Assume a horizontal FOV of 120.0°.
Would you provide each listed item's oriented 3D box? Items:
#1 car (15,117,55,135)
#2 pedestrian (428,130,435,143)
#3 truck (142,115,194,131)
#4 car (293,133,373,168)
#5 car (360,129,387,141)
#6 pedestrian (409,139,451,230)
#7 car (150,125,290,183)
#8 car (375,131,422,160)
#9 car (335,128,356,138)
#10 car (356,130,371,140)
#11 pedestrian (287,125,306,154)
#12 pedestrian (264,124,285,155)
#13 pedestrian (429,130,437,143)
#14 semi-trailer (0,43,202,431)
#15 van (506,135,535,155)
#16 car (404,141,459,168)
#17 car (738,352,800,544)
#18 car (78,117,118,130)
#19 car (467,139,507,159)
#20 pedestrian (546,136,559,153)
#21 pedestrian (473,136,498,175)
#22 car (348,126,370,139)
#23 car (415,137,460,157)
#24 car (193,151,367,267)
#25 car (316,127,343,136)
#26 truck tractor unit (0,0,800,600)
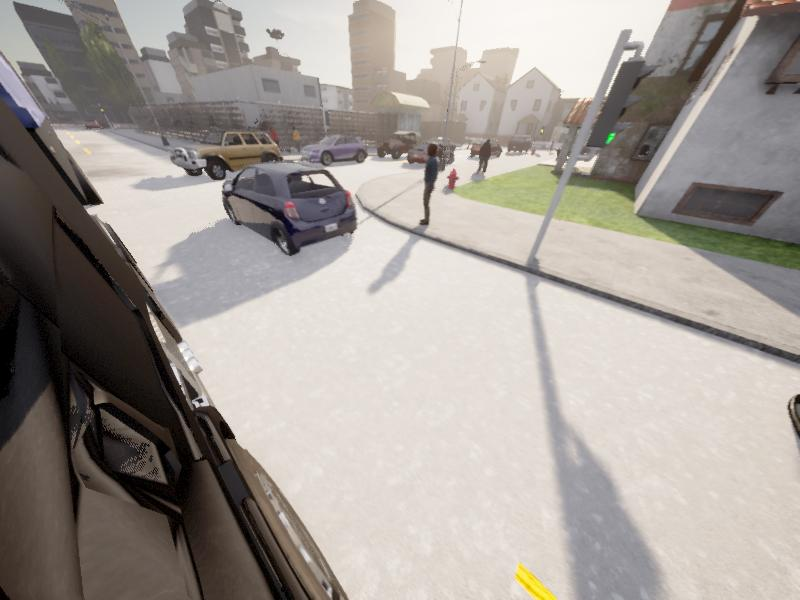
[{"bbox_3d":[-40.813,-19.533,25.910,4.193,1.474,1.816,28,44,30],"label":"car"},{"bbox_3d":[5.827,-30.290,42.755,0.751,1.860,0.751,-25,45,-32],"label":"pedestrian"},{"bbox_3d":[-43.760,-33.451,43.804,2.390,2.098,6.274,28,44,30],"label":"truck"},{"bbox_3d":[-4.332,-10.321,15.816,2.033,1.649,4.856,28,44,30],"label":"car"},{"bbox_3d":[-4.759,-30.230,42.256,2.242,1.667,4.611,28,44,30],"label":"car"},{"bbox_3d":[0.720,-2.812,5.696,0.751,1.860,0.751,8,37,7],"label":"pedestrian"},{"bbox_3d":[-8.005,-7.067,11.021,1.932,1.855,4.605,17,39,18],"label":"car"},{"bbox_3d":[-0.093,-13.329,19.889,1.905,1.878,3.866,28,44,30],"label":"car"},{"bbox_3d":[-11.204,-34.542,47.714,1.845,1.501,3.633,28,44,30],"label":"car"},{"bbox_3d":[-6.785,-30.749,42.993,1.481,1.379,2.207,28,44,30],"label":"car"},{"bbox_3d":[-8.246,-12.837,18.503,0.751,1.860,0.751,30,45,32],"label":"pedestrian"},{"bbox_3d":[-9.455,-12.093,17.432,0.751,1.860,0.751,30,45,32],"label":"pedestrian"},{"bbox_3d":[5.974,-29.596,41.837,0.751,1.860,0.751,29,44,31],"label":"pedestrian"},{"bbox_3d":[-8.698,-3.606,4.226,14.254,4.402,2.717,28,44,30],"label":"semi-trailer"},{"bbox_3d":[15.961,-20.593,30.554,1.775,1.987,4.442,28,44,30],"label":"van"},{"bbox_3d":[2.436,-11.102,17.511,1.994,1.385,4.181,28,44,30],"label":"car"},{"bbox_3d":[4.715,1.580,0.507,3.988,1.617,1.851,28,44,30],"label":"car"},{"bbox_3d":[-48.440,-28.438,37.211,1.851,1.617,3.988,-8,38,-14],"label":"car"},{"bbox_3d":[9.049,-15.689,23.937,2.007,1.525,4.514,28,44,30],"label":"car"},{"bbox_3d":[20.576,-20.930,31.168,0.751,1.860,0.751,10,37,9],"label":"pedestrian"},{"bbox_3d":[4.972,-8.439,13.492,0.751,1.860,0.751,28,44,30],"label":"pedestrian"},{"bbox_3d":[-7.877,-32.180,44.485,1.905,1.878,3.866,28,44,30],"label":"car"},{"bbox_3d":[3.923,-15.924,23.933,2.128,1.511,4.902,28,44,30],"label":"car"},{"bbox_3d":[-2.750,-2.372,5.375,3.633,1.501,1.845,28,44,30],"label":"car"},{"bbox_3d":[-15.053,-36.224,49.818,2.033,1.415,5.357,28,44,30],"label":"car"},{"bbox_3d":[-2.645,-0.295,0.351,6.516,4.208,3.053,28,44,30],"label":"truck tractor unit"}]
